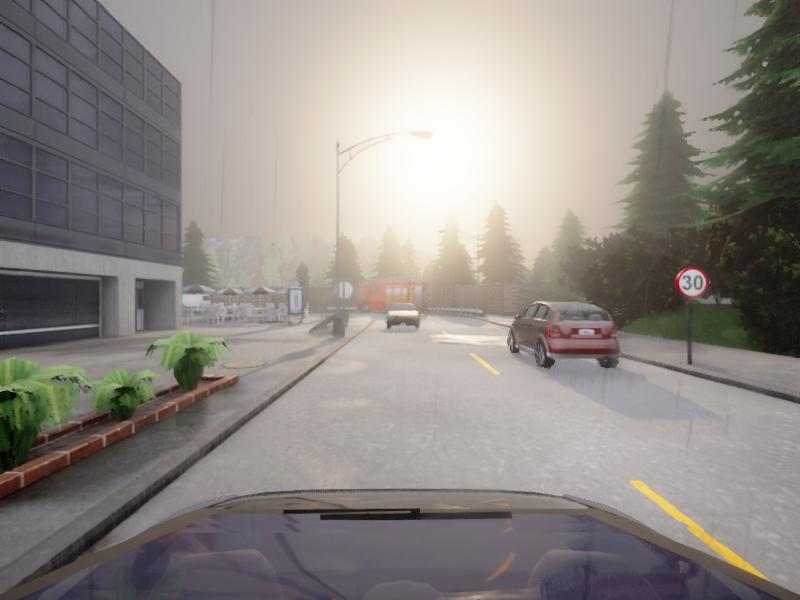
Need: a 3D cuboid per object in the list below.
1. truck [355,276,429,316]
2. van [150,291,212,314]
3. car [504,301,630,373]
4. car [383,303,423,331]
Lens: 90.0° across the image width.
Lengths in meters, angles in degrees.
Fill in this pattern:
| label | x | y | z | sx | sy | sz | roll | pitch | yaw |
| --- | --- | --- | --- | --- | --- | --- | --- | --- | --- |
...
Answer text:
| label | x | y | z | sx | sy | sz | roll | pitch | yaw |
| --- | --- | --- | --- | --- | --- | --- | --- | --- | --- |
| truck | -1.015 | -0.357 | 42.777 | 2.891 | 3.827 | 8.468 | 1 | 0 | -44 |
| van | -24.603 | 0.280 | 45.024 | 5.915 | 2.561 | 1.988 | -1 | 0 | 0 |
| car | 4.075 | 0.802 | 10.478 | 1.789 | 1.549 | 3.705 | 0 | 0 | 1 |
| car | 0.196 | 0.874 | 23.184 | 2.033 | 1.411 | 5.357 | 0 | 0 | 1 |
